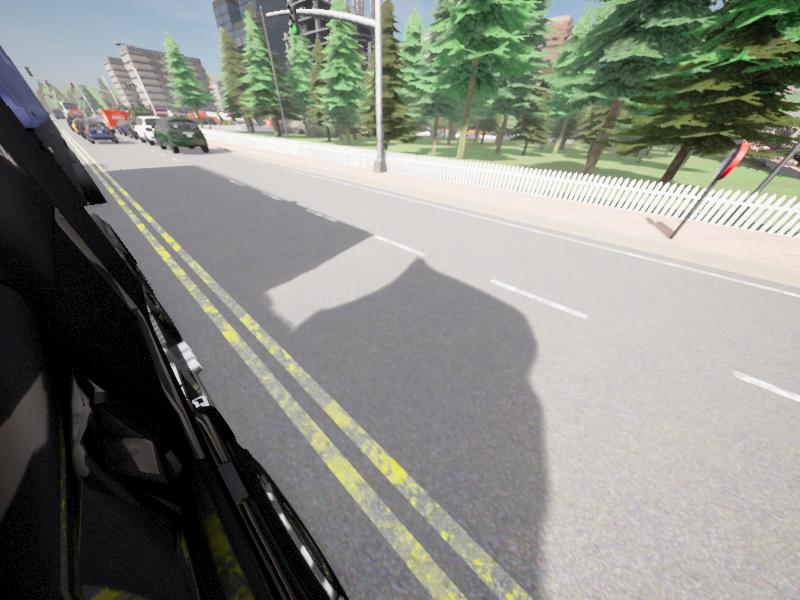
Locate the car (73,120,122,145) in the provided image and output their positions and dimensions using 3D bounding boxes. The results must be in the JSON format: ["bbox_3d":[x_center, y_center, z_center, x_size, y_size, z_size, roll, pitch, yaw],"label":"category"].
[{"bbox_3d":[-26.218,-14.561,20.036,3.705,1.549,1.789,28,44,30],"label":"car"}]

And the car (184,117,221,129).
[{"bbox_3d":[-44.836,-40.219,52.577,2.150,2.045,5.566,27,43,29],"label":"car"}]

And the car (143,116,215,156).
[{"bbox_3d":[-16.571,-12.342,17.303,5.566,2.045,2.150,28,44,30],"label":"car"}]

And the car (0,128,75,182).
[{"bbox_3d":[-15.557,-6.057,9.488,3.806,1.475,1.970,29,44,30],"label":"car"}]

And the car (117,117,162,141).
[{"bbox_3d":[-27.719,-18.240,24.567,4.605,1.855,1.932,28,44,30],"label":"car"}]

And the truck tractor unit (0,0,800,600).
[{"bbox_3d":[-2.645,-0.295,0.351,6.516,4.208,3.053,28,44,30],"label":"truck tractor unit"}]

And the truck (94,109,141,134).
[{"bbox_3d":[-37.589,-23.769,30.790,5.204,2.467,2.627,28,44,30],"label":"truck"}]

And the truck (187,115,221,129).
[{"bbox_3d":[-46.588,-42.486,55.138,2.627,2.467,5.204,27,43,29],"label":"truck"}]

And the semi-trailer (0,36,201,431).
[{"bbox_3d":[-8.659,-3.640,4.254,14.254,4.402,2.717,29,44,30],"label":"semi-trailer"}]

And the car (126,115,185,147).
[{"bbox_3d":[-22.165,-15.334,20.922,5.566,2.045,2.150,28,44,30],"label":"car"}]

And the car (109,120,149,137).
[{"bbox_3d":[-32.726,-20.759,27.924,4.792,1.488,2.163,28,44,30],"label":"car"}]

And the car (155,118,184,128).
[{"bbox_3d":[-50.891,-39.120,51.082,1.851,1.617,3.988,29,44,30],"label":"car"}]

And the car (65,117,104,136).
[{"bbox_3d":[-36.402,-20.026,26.623,5.366,1.575,1.801,28,44,30],"label":"car"}]

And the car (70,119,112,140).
[{"bbox_3d":[-31.059,-17.120,23.191,4.193,1.474,1.816,28,44,30],"label":"car"}]
